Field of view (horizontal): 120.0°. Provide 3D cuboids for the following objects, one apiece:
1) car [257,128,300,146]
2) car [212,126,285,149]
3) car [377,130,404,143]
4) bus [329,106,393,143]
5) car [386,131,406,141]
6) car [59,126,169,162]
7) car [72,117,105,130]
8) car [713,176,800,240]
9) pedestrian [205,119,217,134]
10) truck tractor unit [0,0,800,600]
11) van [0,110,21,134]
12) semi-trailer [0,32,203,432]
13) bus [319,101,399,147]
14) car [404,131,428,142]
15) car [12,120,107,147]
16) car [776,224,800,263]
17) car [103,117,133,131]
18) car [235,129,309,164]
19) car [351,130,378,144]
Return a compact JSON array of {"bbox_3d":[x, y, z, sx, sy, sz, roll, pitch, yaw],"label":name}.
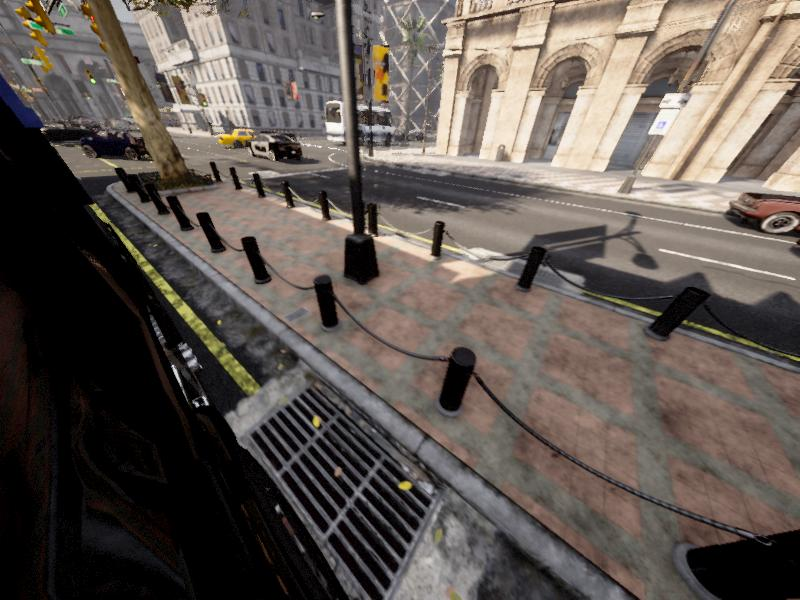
[{"bbox_3d":[-13.796,-18.680,26.423,1.789,1.549,3.705,26,43,28],"label":"car"},{"bbox_3d":[-14.279,-15.475,22.088,5.366,1.575,1.801,-23,44,-30],"label":"car"},{"bbox_3d":[-1.609,-27.985,39.528,2.242,1.667,4.611,26,43,28],"label":"car"},{"bbox_3d":[-6.031,-28.970,38.408,3.944,4.253,10.273,26,43,28],"label":"bus"},{"bbox_3d":[-0.772,-31.998,45.056,1.845,1.501,3.633,26,43,28],"label":"car"},{"bbox_3d":[-16.604,-9.222,13.633,3.633,1.501,1.845,4,36,1],"label":"car"},{"bbox_3d":[-48.839,-27.673,36.214,4.974,1.542,2.038,25,42,28],"label":"car"},{"bbox_3d":[13.010,-2.329,6.500,4.718,1.301,1.895,26,43,28],"label":"car"},{"bbox_3d":[-30.561,-28.092,37.374,0.751,1.860,0.751,23,41,24],"label":"pedestrian"},{"bbox_3d":[-2.645,-0.295,0.351,6.516,4.208,3.053,28,44,30],"label":"truck tractor unit"},{"bbox_3d":[-43.024,-18.986,24.564,4.480,2.038,2.069,26,43,28],"label":"van"},{"bbox_3d":[-8.789,-3.543,4.136,14.254,4.402,2.717,27,43,29],"label":"semi-trailer"},{"bbox_3d":[-4.892,-23.139,30.693,3.944,4.253,10.273,26,43,28],"label":"bus"},{"bbox_3d":[3.197,-31.567,44.643,1.930,1.638,5.238,26,43,28],"label":"car"},{"bbox_3d":[-26.049,-12.834,17.836,1.789,1.549,3.705,26,43,28],"label":"car"},{"bbox_3d":[11.280,-0.748,4.226,4.181,1.385,1.994,26,43,28],"label":"car"},{"bbox_3d":[-47.708,-29.813,39.074,5.027,1.651,2.152,27,43,28],"label":"car"},{"bbox_3d":[-8.962,-10.790,16.121,5.238,1.638,1.930,26,43,28],"label":"car"},{"bbox_3d":[-5.391,-25.092,35.478,1.851,1.617,3.988,26,43,28],"label":"car"}]
